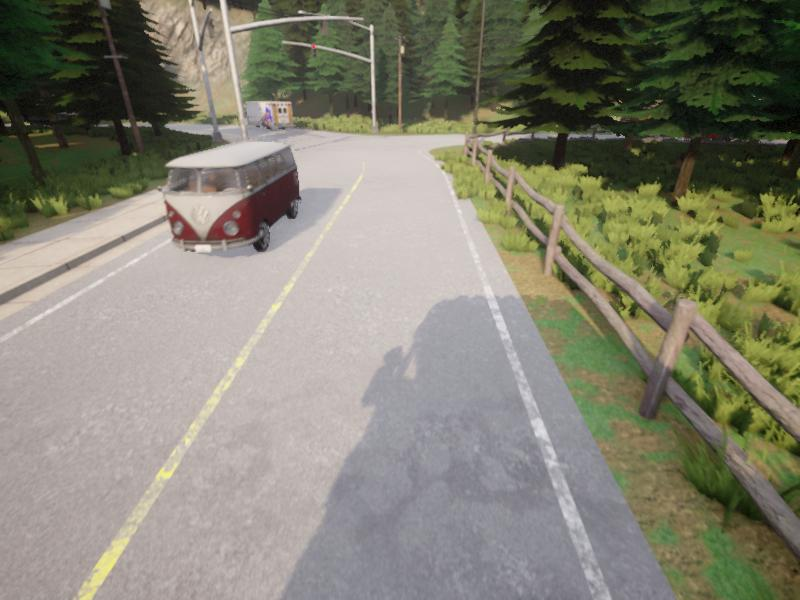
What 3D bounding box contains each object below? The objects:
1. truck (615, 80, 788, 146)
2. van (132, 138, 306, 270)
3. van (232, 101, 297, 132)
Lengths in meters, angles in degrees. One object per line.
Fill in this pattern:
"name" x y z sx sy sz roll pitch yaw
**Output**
"truck" 20.296 -13.058 27.881 8.468 3.827 2.891 8 28 15
"van" -3.692 -2.488 9.301 1.775 1.987 4.442 0 27 1
"van" -13.175 -17.847 38.726 6.366 2.431 2.351 19 33 32
